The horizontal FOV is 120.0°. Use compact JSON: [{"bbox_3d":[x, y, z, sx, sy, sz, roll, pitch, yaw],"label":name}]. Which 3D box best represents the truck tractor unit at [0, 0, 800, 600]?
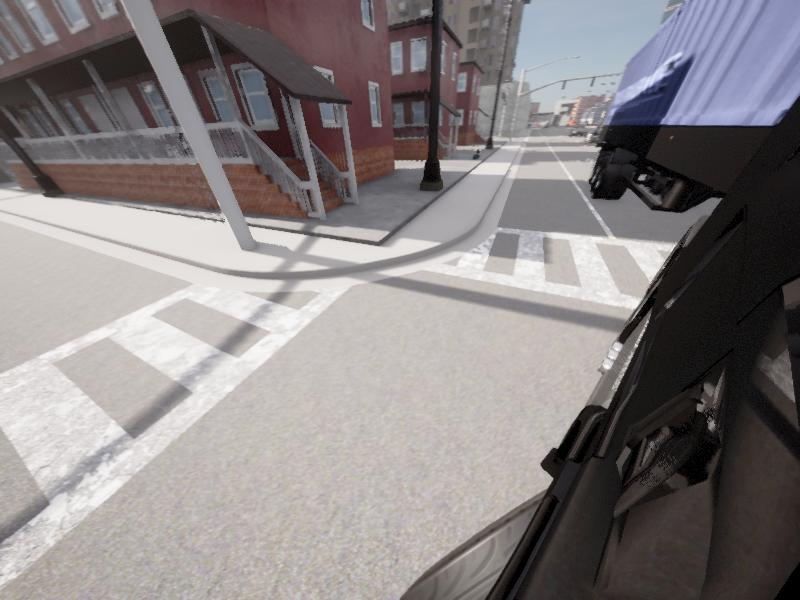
[{"bbox_3d":[2.645,-0.295,0.352,6.516,4.208,3.053,-28,44,-30],"label":"truck tractor unit"}]

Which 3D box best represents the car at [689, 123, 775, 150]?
[{"bbox_3d":[26.517,-13.365,18.792,1.882,1.535,5.008,13,39,21],"label":"car"}]

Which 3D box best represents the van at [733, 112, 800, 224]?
[{"bbox_3d":[10.329,-2.162,3.893,2.351,2.431,6.366,13,39,20],"label":"van"}]

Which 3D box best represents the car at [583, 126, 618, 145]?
[{"bbox_3d":[23.870,-19.784,27.721,2.038,1.542,4.974,13,39,21],"label":"car"}]

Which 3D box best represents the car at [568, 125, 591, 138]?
[{"bbox_3d":[31.144,-29.469,40.292,2.242,1.667,4.611,13,40,21],"label":"car"}]

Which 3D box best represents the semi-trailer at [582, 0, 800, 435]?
[{"bbox_3d":[7.104,-4.329,5.372,2.717,4.402,14.254,17,41,25],"label":"semi-trailer"}]
